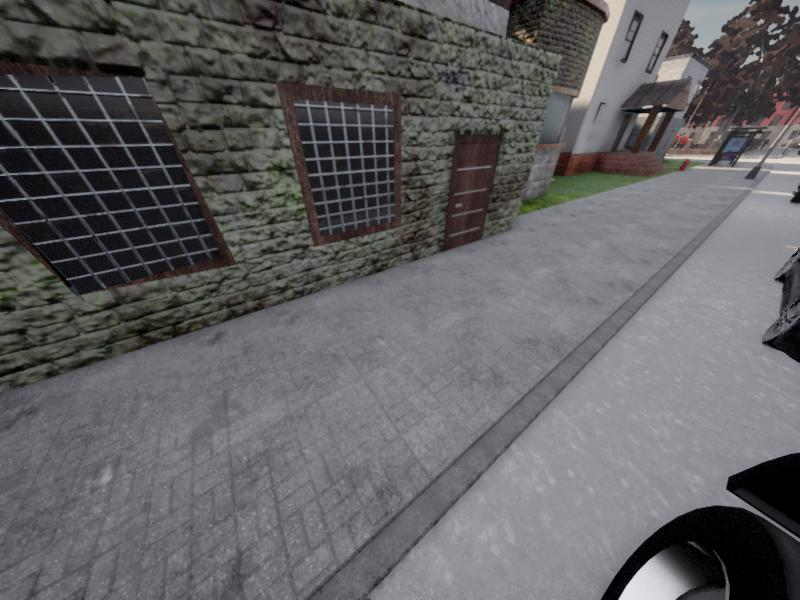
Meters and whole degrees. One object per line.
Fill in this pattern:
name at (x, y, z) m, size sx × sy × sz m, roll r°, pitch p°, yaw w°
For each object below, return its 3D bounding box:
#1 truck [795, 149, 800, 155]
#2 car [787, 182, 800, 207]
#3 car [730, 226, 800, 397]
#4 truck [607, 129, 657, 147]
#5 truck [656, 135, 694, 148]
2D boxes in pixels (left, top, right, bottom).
truck at (59.005, -21.804, 32.419) m, size 5.204 × 2.467 × 2.627 m, roll -22°, pitch 41°, yaw -28°
car at (17.702, -4.795, 9.002) m, size 4.605 × 1.855 × 1.932 m, roll -22°, pitch 41°, yaw -28°
car at (6.572, -0.134, 2.763) m, size 4.902 × 1.511 × 2.128 m, roll -22°, pitch 41°, yaw -28°
truck at (63.441, -44.566, 63.554) m, size 2.891 × 3.827 × 8.468 m, roll -22°, pitch 41°, yaw -28°
truck at (68.698, -39.707, 57.798) m, size 2.627 × 2.467 × 5.204 m, roll -23°, pitch 41°, yaw -28°
